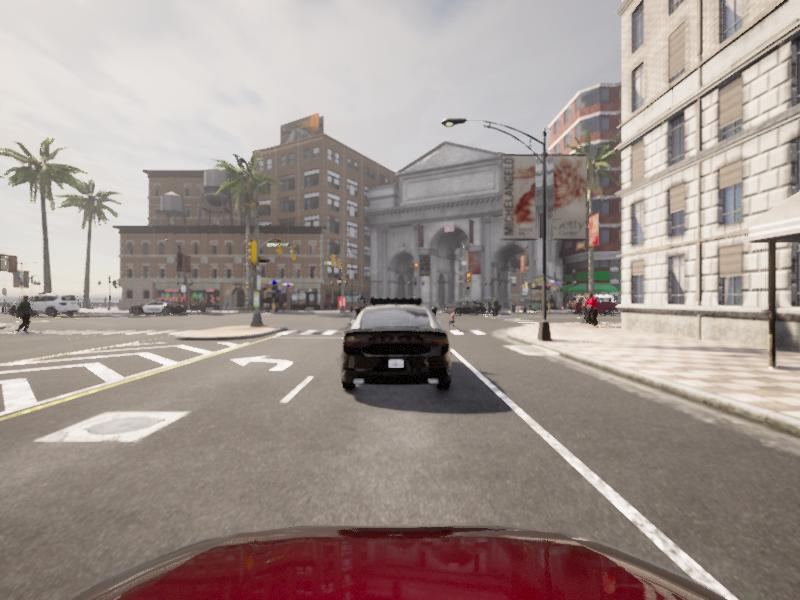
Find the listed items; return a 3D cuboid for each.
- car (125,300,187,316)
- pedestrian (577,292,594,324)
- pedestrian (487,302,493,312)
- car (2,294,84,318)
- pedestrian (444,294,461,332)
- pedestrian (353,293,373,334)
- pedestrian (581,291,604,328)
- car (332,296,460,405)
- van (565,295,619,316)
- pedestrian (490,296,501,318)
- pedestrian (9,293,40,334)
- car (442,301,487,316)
[{"bbox_3d":[-24.443,0.796,40.150,4.974,1.542,2.038,0,0,2],"label":"car"},{"bbox_3d":[11.028,0.467,23.819,0.751,1.860,0.751,0,0,12],"label":"pedestrian"},{"bbox_3d":[10.322,0.829,45.939,0.500,1.100,0.500,0,0,-39],"label":"pedestrian"},{"bbox_3d":[-32.764,0.535,36.829,5.566,2.045,2.150,0,0,0],"label":"car"},{"bbox_3d":[2.619,0.622,19.930,0.751,1.860,0.751,0,0,-2],"label":"pedestrian"},{"bbox_3d":[-1.707,0.623,18.448,0.751,1.860,0.751,0,0,7],"label":"pedestrian"},{"bbox_3d":[9.898,0.469,20.603,0.751,1.860,0.751,0,0,-18],"label":"pedestrian"},{"bbox_3d":[-0.082,0.764,8.661,1.930,1.638,5.238,0,0,-1],"label":"car"},{"bbox_3d":[19.325,0.542,40.359,4.480,2.038,2.069,0,0,0],"label":"van"},{"bbox_3d":[8.104,0.611,33.946,0.751,1.860,0.751,0,0,-4],"label":"pedestrian"},{"bbox_3d":[-17.611,0.622,18.797,0.751,1.860,0.751,0,0,3],"label":"pedestrian"},{"bbox_3d":[6.464,0.823,40.351,4.193,1.474,1.816,0,0,0],"label":"car"}]
